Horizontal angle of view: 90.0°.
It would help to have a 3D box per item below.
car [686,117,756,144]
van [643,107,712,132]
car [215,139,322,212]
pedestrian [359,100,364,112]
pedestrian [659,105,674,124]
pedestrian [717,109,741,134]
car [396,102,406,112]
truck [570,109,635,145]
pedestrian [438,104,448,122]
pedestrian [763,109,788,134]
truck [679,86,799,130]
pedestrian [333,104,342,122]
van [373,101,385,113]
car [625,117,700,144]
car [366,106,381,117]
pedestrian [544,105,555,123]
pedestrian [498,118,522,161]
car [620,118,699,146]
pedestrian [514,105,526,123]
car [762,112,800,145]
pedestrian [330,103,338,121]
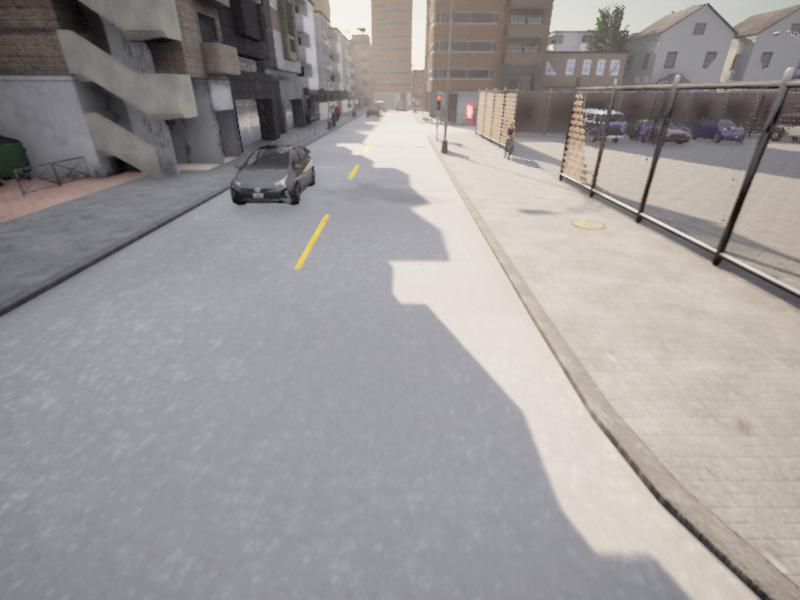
[{"bbox_3d":[22.587,-12.049,28.342,1.845,1.501,3.633,0,27,0],"label":"car"},{"bbox_3d":[25.629,-16.795,37.164,4.480,2.038,2.069,0,27,0],"label":"van"},{"bbox_3d":[-4.002,-4.242,13.133,2.007,1.525,4.514,0,27,0],"label":"car"},{"bbox_3d":[-6.613,-33.448,69.099,0.751,1.860,0.751,3,27,6],"label":"pedestrian"},{"bbox_3d":[30.245,-21.089,45.451,0.751,1.860,0.751,2,27,3],"label":"pedestrian"},{"bbox_3d":[27.879,-15.169,33.951,0.751,1.860,0.751,-6,28,-12],"label":"pedestrian"},{"bbox_3d":[0.143,-39.142,81.192,2.033,1.649,4.856,0,27,0],"label":"car"},{"bbox_3d":[13.948,-12.195,28.006,2.069,2.038,4.478,0,27,0],"label":"truck"},{"bbox_3d":[4.967,-21.506,46.024,0.751,1.860,0.751,-13,30,-23],"label":"pedestrian"},{"bbox_3d":[31.763,-15.120,33.890,0.751,1.860,0.751,7,28,13],"label":"pedestrian"},{"bbox_3d":[33.855,-19.388,40.321,8.468,3.827,2.891,0,27,0],"label":"truck"},{"bbox_3d":[-6.993,-21.092,45.136,0.751,1.860,0.751,2,27,3],"label":"pedestrian"},{"bbox_3d":[-3.870,-36.391,75.398,2.069,2.038,4.480,0,27,0],"label":"van"},{"bbox_3d":[18.134,-11.815,27.828,3.705,1.547,1.789,0,27,0],"label":"car"},{"bbox_3d":[-3.905,-27.647,58.751,1.895,1.301,4.718,0,27,0],"label":"car"},{"bbox_3d":[16.909,-21.046,45.234,0.751,1.860,0.751,5,28,9],"label":"pedestrian"},{"bbox_3d":[5.330,-7.798,19.464,0.751,1.860,0.751,0,27,0],"label":"pedestrian"},{"bbox_3d":[17.907,-11.826,28.003,2.033,1.415,5.357,0,27,0],"label":"car"},{"bbox_3d":[13.511,-20.922,44.965,0.751,1.860,0.751,-5,28,-10],"label":"pedestrian"},{"bbox_3d":[27.703,-11.753,27.440,1.905,1.878,3.866,0,27,0],"label":"car"},{"bbox_3d":[-7.866,-22.325,47.519,0.751,1.860,0.751,-1,27,-2],"label":"pedestrian"}]
